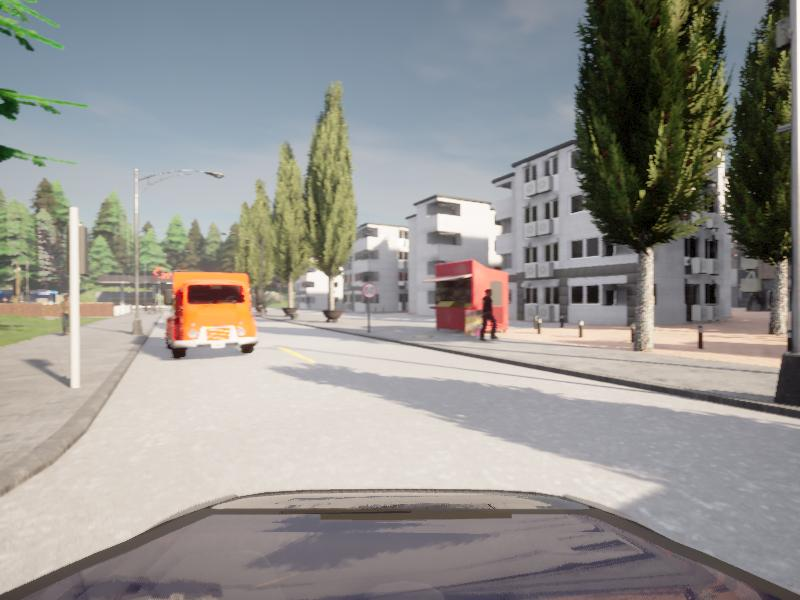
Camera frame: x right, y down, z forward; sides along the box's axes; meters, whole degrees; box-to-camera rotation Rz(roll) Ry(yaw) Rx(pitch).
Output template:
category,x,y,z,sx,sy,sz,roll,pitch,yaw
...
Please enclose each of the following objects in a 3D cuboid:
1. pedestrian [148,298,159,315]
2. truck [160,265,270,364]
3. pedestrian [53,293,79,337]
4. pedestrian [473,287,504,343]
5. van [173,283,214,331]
category,x,y,z,sx,sy,sz,roll,pitch,yaw
pedestrian,-27.932,0.699,45.341,0.751,1.860,0.751,0,0,24
truck,-6.098,0.406,12.849,2.627,2.467,5.204,0,-1,-29
pedestrian,-14.382,0.622,17.247,0.751,1.860,0.751,0,0,-31
pedestrian,3.069,0.504,13.865,0.751,1.860,0.751,0,0,-37
van,-12.715,0.397,24.422,1.988,2.561,5.915,0,0,-30
